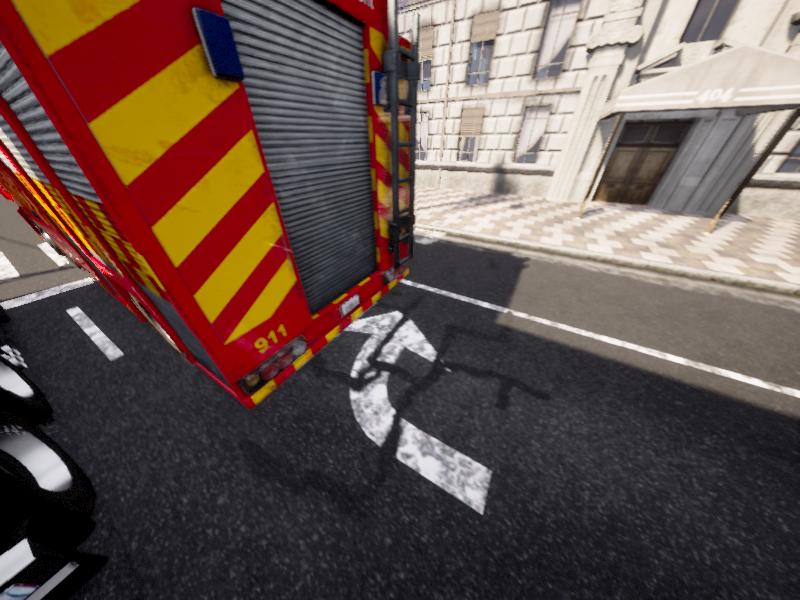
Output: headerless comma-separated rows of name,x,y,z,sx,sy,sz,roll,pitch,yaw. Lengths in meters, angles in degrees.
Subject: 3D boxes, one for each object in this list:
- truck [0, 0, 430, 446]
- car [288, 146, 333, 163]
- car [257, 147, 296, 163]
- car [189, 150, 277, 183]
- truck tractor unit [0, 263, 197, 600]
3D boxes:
truck,-4.084,-2.171,3.807,8.468,3.827,2.891,19,39,25
car,-11.293,-18.760,29.658,1.801,1.575,5.366,18,39,25
car,-15.598,-18.531,29.387,1.789,1.549,3.705,18,39,25
car,-11.717,-9.836,16.807,2.152,1.651,5.027,6,35,9
truck tractor unit,-5.107,-0.305,0.781,6.516,4.208,3.053,19,39,24
